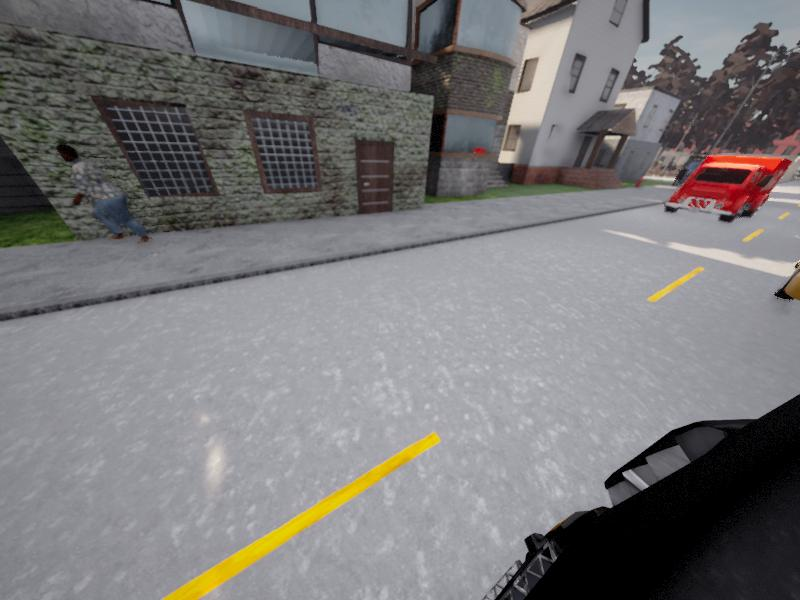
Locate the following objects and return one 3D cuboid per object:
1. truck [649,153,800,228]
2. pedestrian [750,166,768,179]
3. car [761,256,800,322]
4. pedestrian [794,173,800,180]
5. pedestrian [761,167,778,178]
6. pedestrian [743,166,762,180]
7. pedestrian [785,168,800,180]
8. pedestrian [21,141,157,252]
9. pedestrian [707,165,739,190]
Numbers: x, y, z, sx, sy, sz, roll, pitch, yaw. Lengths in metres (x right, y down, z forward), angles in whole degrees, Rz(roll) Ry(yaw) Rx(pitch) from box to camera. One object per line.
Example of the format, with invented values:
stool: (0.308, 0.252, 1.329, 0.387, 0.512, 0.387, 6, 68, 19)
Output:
truck: (14.998, -5.201, 10.681, 5.204, 2.467, 2.627, -16, 38, -26)
pedestrian: (59.659, -21.142, 38.397, 0.751, 1.860, 0.751, -16, 38, -26)
car: (9.216, -0.617, 4.182, 5.008, 1.535, 1.882, -16, 38, -26)
pedestrian: (76.519, -23.866, 43.969, 0.751, 1.860, 0.751, -17, 38, -27)
pedestrian: (69.103, -23.844, 43.184, 0.751, 1.860, 0.751, -15, 38, -25)
pedestrian: (54.775, -19.749, 35.929, 0.751, 1.860, 0.751, -15, 38, -25)
pedestrian: (72.149, -23.006, 42.155, 0.751, 1.860, 0.751, 3, 34, -1)
pedestrian: (-5.972, -2.042, 4.645, 0.751, 1.860, 0.751, -16, 38, -26)
pedestrian: (28.829, -10.924, 20.651, 0.751, 1.860, 0.751, -12, 36, -22)
